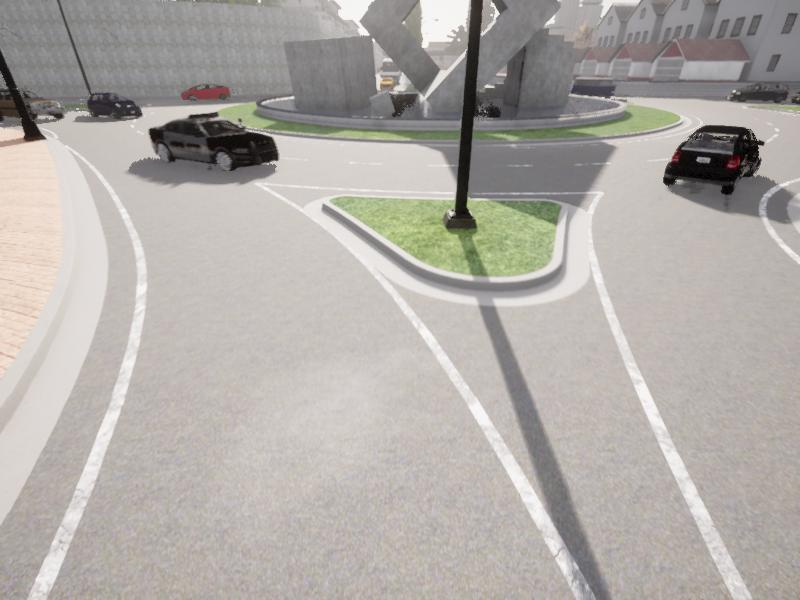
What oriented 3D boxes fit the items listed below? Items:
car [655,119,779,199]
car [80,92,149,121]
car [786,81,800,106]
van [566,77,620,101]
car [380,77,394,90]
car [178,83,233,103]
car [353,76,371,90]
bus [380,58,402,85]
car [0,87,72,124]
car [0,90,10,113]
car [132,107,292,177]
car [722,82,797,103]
[{"bbox_3d":[9.337,-4.265,11.745,3.705,1.549,1.789,-26,38,-37],"label":"car"},{"bbox_3d":[-18.831,-12.818,26.390,3.633,1.501,1.845,15,33,24],"label":"car"},{"bbox_3d":[36.873,-17.978,34.848,3.866,1.878,1.905,5,31,9],"label":"car"},{"bbox_3d":[19.994,-22.027,41.675,4.442,1.987,1.775,25,39,36],"label":"van"},{"bbox_3d":[-1.941,-32.644,60.294,1.882,1.535,5.008,1,30,1],"label":"car"},{"bbox_3d":[-19.126,-20.459,39.450,4.514,1.525,2.007,-15,34,-23],"label":"car"},{"bbox_3d":[-5.478,-31.920,58.805,2.097,1.767,4.553,1,30,1],"label":"car"},{"bbox_3d":[-1.538,-43.974,76.887,3.944,4.253,10.273,0,30,1],"label":"bus"},{"bbox_3d":[-23.603,-12.240,25.054,4.605,1.855,1.932,9,31,15],"label":"car"},{"bbox_3d":[-32.458,-14.691,29.498,5.027,1.651,2.152,3,30,5],"label":"car"},{"bbox_3d":[-6.585,-5.657,14.039,5.238,1.638,1.930,15,34,24],"label":"car"},{"bbox_3d":[34.301,-19.895,38.343,4.611,1.667,2.242,6,31,10],"label":"car"}]
